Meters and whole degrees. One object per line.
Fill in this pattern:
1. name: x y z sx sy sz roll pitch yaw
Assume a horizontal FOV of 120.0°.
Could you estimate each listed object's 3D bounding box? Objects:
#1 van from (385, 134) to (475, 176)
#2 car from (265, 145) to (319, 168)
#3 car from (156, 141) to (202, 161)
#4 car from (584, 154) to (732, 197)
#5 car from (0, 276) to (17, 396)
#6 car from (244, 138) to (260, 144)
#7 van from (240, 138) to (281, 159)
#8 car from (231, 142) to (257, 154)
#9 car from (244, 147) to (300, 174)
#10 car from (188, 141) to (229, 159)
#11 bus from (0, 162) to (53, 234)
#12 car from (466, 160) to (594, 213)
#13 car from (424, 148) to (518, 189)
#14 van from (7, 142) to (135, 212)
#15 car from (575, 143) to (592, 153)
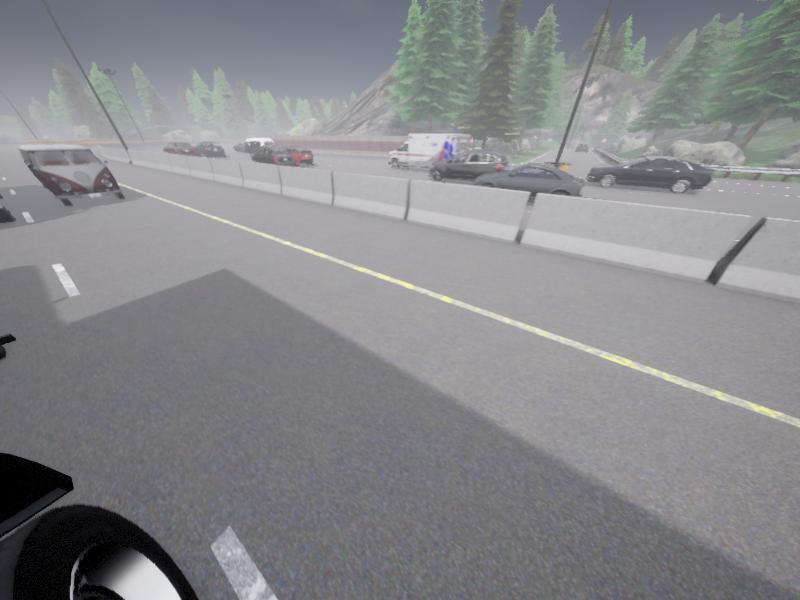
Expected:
1. van: 2.117 -11.437 18.021 6.366 2.431 2.351 21 40 27
2. car: -10.028 -13.398 21.477 4.514 1.525 2.007 21 40 27
3. car: -24.982 -16.959 26.160 4.553 1.767 2.097 22 40 27
4. car: 13.064 -6.756 12.298 4.892 1.490 1.837 22 41 27
5. car: -6.604 -0.010 2.306 4.553 1.767 2.097 21 40 27
6. car: -46.459 -49.756 72.363 1.789 1.549 3.705 11 37 15
7. van: -17.396 -18.933 28.808 4.480 2.038 2.069 21 40 27
8. car: -25.006 -24.432 37.022 3.806 1.475 1.970 26 43 32
9. car: -9.949 -10.945 17.979 3.705 1.549 1.789 22 40 27
10. car: -24.273 -19.085 29.286 4.611 1.667 2.242 23 41 28
11. bus: -15.846 -4.714 6.762 10.273 4.253 3.944 21 40 27
12. car: 5.269 -4.898 9.703 4.181 1.385 1.994 21 40 27
13. car: 4.056 -7.931 13.727 4.611 1.667 2.242 21 40 27
14. van: -13.190 -5.096 9.288 4.442 1.987 1.775 21 40 27
15. car: 35.332 -29.462 44.636 2.128 1.511 4.902 20 40 25
